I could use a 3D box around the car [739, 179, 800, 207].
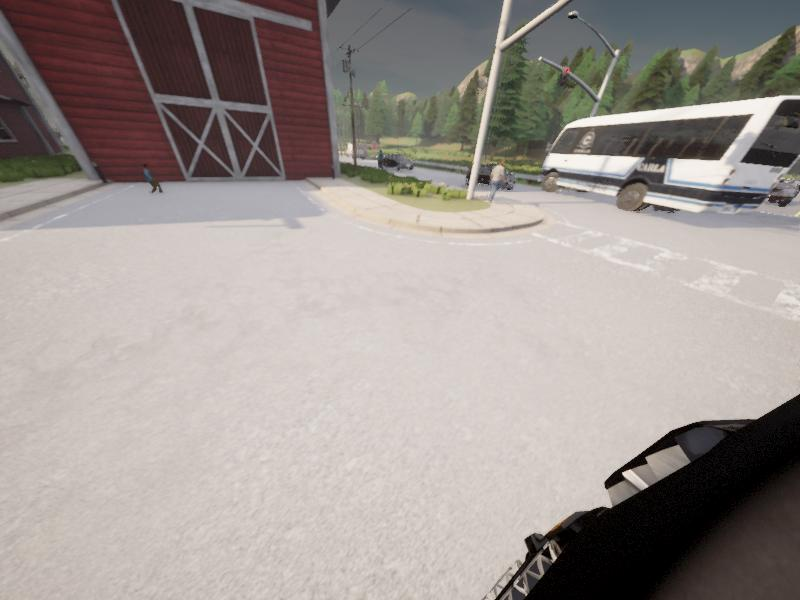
[{"bbox_3d":[27.812,-7.994,17.079,5.357,1.411,2.033,-16,38,-26],"label":"car"}]

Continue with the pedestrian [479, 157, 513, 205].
[{"bbox_3d":[4.406,-5.504,10.684,0.751,1.860,0.751,-27,44,-37],"label":"pedestrian"}]

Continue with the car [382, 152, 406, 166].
[{"bbox_3d":[-0.930,-20.516,33.573,1.845,1.501,3.633,-15,38,-25],"label":"car"}]

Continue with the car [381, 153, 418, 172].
[{"bbox_3d":[-0.228,-15.800,26.522,2.128,1.511,4.902,-15,38,-25],"label":"car"}]

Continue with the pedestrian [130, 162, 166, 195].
[{"bbox_3d":[-10.023,-4.841,9.228,0.500,1.100,0.500,-16,38,-26],"label":"pedestrian"}]

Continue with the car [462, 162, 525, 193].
[{"bbox_3d":[6.492,-8.867,16.559,1.789,1.549,3.705,-15,37,-25],"label":"car"}]

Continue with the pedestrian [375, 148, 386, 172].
[{"bbox_3d":[-1.803,-13.089,21.662,0.751,1.860,0.751,-15,38,-26],"label":"pedestrian"}]

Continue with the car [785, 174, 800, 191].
[{"bbox_3d":[49.194,-14.017,27.680,4.611,1.667,2.242,-15,37,-25],"label":"car"}]

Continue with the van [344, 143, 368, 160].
[{"bbox_3d":[-8.569,-28.799,44.651,2.351,2.431,6.366,-15,37,-25],"label":"van"}]

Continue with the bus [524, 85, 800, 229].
[{"bbox_3d":[12.543,-7.625,12.711,3.944,4.253,10.273,-2,34,-11],"label":"bus"}]
